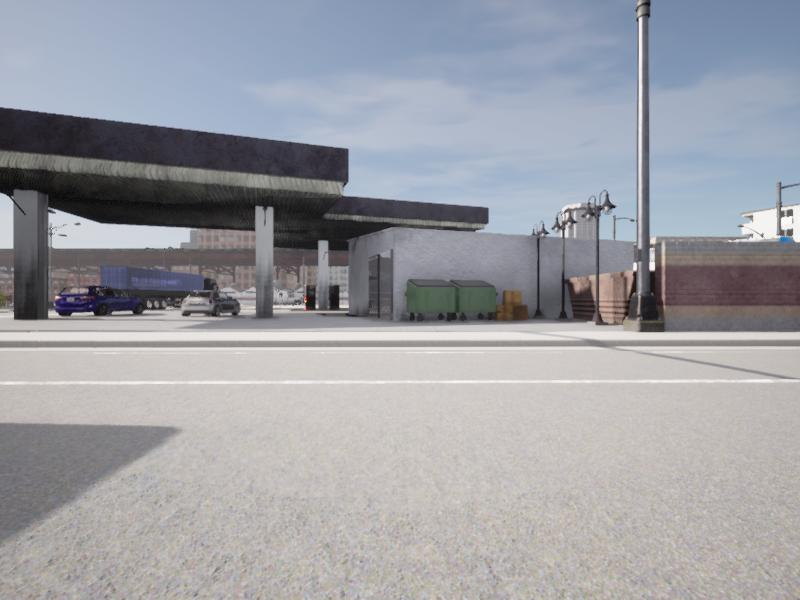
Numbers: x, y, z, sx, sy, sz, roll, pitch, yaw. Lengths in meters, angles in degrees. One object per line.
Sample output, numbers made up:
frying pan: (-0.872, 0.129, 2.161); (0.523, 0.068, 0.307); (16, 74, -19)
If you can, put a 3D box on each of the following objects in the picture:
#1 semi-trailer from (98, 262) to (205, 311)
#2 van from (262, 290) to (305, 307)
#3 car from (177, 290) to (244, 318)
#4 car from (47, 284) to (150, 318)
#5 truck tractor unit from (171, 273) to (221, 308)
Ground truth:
semi-trailer: (-26.114, -1.214, 43.566); (2.717, 4.402, 14.254); (0, 0, 0)
van: (-19.253, -0.218, 66.150); (6.366, 2.431, 2.351); (-1, -5, 0)
car: (-10.744, 0.201, 23.004); (1.970, 1.475, 3.806); (0, 0, 1)
car: (-16.492, 0.041, 22.265); (2.242, 1.667, 4.611); (0, 0, 1)
truck tractor unit: (-26.058, -1.112, 51.478); (3.053, 4.208, 6.516); (0, 0, 1)
